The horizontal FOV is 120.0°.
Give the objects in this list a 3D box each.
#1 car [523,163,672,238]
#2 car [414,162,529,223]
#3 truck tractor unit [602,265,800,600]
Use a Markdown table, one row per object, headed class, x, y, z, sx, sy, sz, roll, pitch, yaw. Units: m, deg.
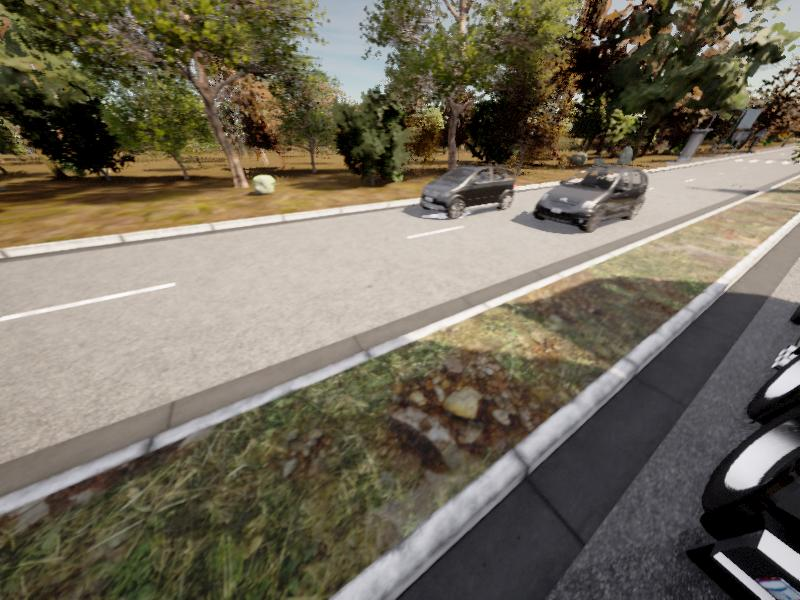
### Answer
| class | x | y | z | sx | sy | sz | roll | pitch | yaw |
| --- | --- | --- | --- | --- | --- | --- | --- | --- | --- |
| car | 6.413 | -3.444 | 7.604 | 3.988 | 1.617 | 1.851 | -18 | 39 | -24 |
| car | 2.610 | -4.161 | 8.647 | 3.705 | 1.549 | 1.789 | -18 | 39 | -25 |
| truck tractor unit | 5.113 | -0.299 | 0.787 | 6.516 | 4.208 | 3.053 | -18 | 39 | -24 |
